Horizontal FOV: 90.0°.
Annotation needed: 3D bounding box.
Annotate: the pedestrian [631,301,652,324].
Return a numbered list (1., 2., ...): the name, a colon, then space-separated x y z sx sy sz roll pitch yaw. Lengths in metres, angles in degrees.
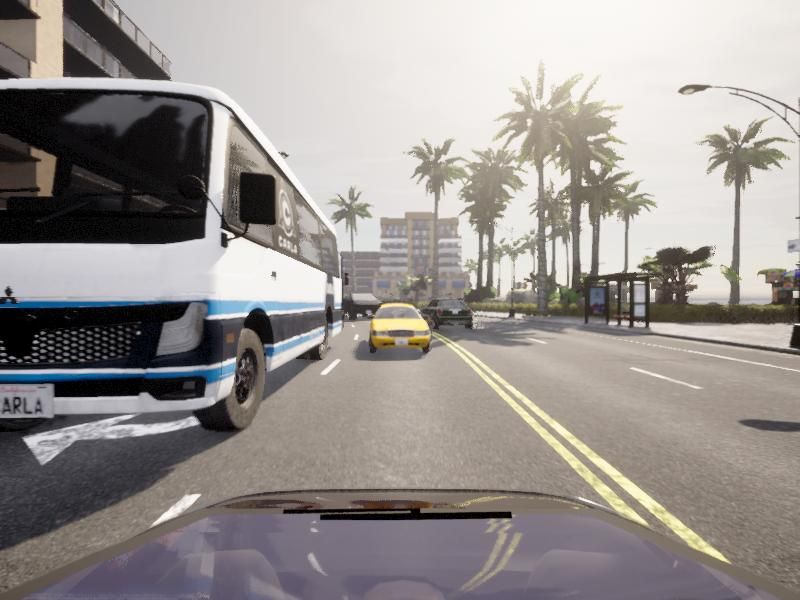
1. pedestrian: 14.247 0.732 23.628 0.751 1.300 0.751 0 0 -6

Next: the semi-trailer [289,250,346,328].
1. semi-trailer: -6.646 -0.661 29.887 2.717 4.402 14.254 0 0 -18

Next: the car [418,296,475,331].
1. car: 2.499 0.664 22.737 2.097 1.767 4.553 0 0 -9

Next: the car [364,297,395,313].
1. car: -2.488 0.588 48.013 1.932 1.855 4.605 1 0 -28

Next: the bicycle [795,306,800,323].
1. bicycle: 24.408 0.905 23.685 0.373 1.024 1.643 0 0 0

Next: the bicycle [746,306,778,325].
1. bicycle: 21.391 0.905 23.678 0.373 1.024 1.643 0 0 0

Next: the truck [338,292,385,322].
1. truck: -3.201 0.499 31.860 2.390 2.098 6.274 0 0 -18

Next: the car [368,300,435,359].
1. car: -0.085 0.781 13.412 1.801 1.575 5.366 0 0 -3

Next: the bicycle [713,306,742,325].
1. bicycle: 19.378 0.905 23.673 0.373 1.024 1.643 0 0 0

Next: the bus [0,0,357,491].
1. bus: -3.327 -0.542 8.388 3.944 4.253 10.273 0 0 -1

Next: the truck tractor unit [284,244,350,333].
1. truck tractor unit: -4.501 -0.538 22.279 3.053 4.208 6.516 0 0 -10
